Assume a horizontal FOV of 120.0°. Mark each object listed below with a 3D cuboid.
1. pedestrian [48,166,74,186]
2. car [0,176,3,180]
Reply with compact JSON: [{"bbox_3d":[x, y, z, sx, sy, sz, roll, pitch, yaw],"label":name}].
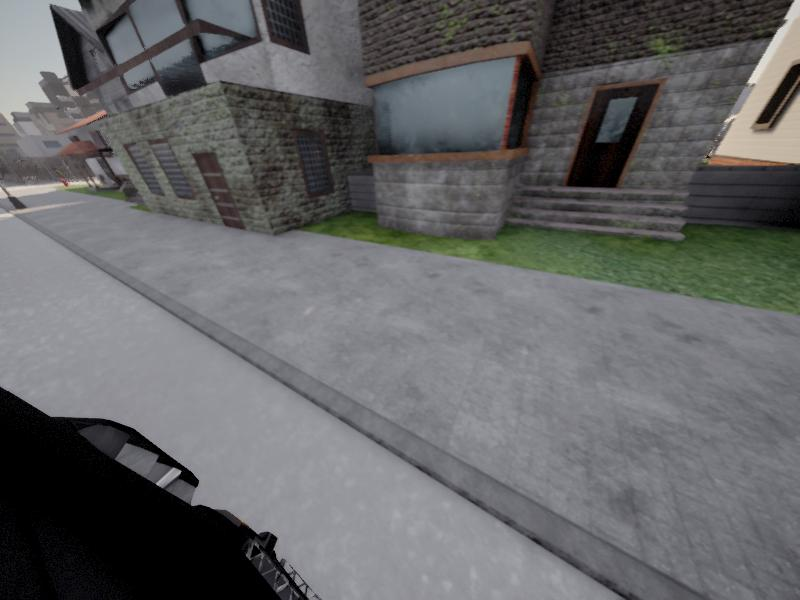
[{"bbox_3d":[-37.792,-13.780,25.745,0.751,1.860,0.751,17,38,27],"label":"pedestrian"},{"bbox_3d":[-93.279,-27.528,51.326,1.932,1.855,4.605,16,38,26],"label":"car"}]
